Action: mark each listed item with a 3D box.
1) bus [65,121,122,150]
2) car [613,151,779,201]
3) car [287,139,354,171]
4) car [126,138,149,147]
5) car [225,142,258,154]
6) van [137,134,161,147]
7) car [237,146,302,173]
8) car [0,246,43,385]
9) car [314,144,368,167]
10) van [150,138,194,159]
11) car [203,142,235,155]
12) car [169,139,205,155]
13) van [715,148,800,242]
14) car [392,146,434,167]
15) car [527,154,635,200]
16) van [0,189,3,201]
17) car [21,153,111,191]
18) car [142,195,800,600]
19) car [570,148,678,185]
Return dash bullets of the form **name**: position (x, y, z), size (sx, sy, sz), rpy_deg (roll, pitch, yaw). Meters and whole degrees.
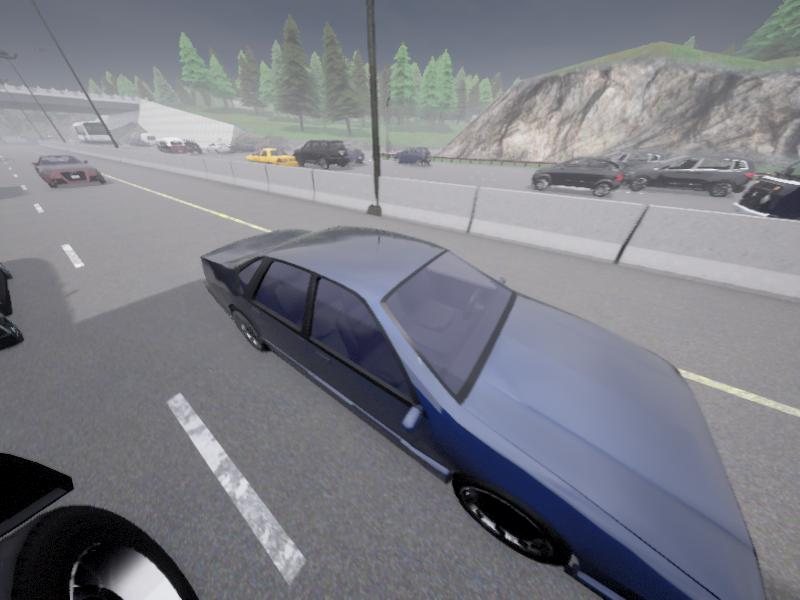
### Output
- **bus**: position (-60.823, -32.577, 45.848), size (10.273, 4.253, 3.944), rpy_deg (22, 40, 27)
- **car**: position (14.259, -6.455, 11.751), size (4.611, 1.667, 2.242), rpy_deg (22, 40, 27)
- **car**: position (-6.892, -12.624, 19.974), size (5.566, 2.045, 2.150), rpy_deg (22, 40, 27)
- **car**: position (-61.088, -36.605, 53.793), size (4.611, 1.667, 2.242), rpy_deg (21, 40, 28)
- **car**: position (-25.825, -24.827, 37.669), size (5.357, 1.411, 2.033), rpy_deg (22, 40, 27)
- **van**: position (-63.262, -40.286, 58.226), size (5.915, 2.561, 1.988), rpy_deg (22, 40, 27)
- **car**: position (-10.559, -11.455, 18.685), size (5.366, 1.575, 1.801), rpy_deg (22, 40, 27)
- **car**: position (-6.830, -0.197, 2.712), size (4.856, 1.649, 2.033), rpy_deg (22, 40, 27)
- **car**: position (-5.836, -14.473, 22.976), size (5.027, 1.651, 2.152), rpy_deg (22, 40, 27)
- **van**: position (-27.756, -18.526, 28.151), size (4.480, 2.038, 2.069), rpy_deg (22, 40, 27)
- **car**: position (-27.597, -23.109, 35.172), size (4.674, 1.442, 1.812), rpy_deg (22, 40, 27)
- **car**: position (-30.717, -22.090, 33.319), size (4.605, 1.855, 1.932), rpy_deg (22, 40, 27)
- **van**: position (12.320, -2.489, 5.786), size (4.480, 2.038, 2.069), rpy_deg (22, 40, 27)
- **car**: position (1.193, -14.071, 22.553), size (3.633, 1.501, 1.845), rpy_deg (22, 41, 27)
- **car**: position (8.679, -6.191, 11.428), size (3.705, 1.549, 1.789), rpy_deg (22, 41, 27)
- **van**: position (-18.930, -5.206, 9.345), size (4.480, 2.038, 2.069), rpy_deg (22, 40, 28)
- **car**: position (-18.178, -7.077, 12.587), size (4.181, 1.385, 1.994), rpy_deg (22, 40, 27)
- **car**: position (-0.236, 0.092, 2.567), size (5.357, 1.411, 2.033), rpy_deg (22, 40, 27)
- **car**: position (14.288, -8.887, 15.202), size (4.611, 1.667, 2.242), rpy_deg (22, 40, 27)
